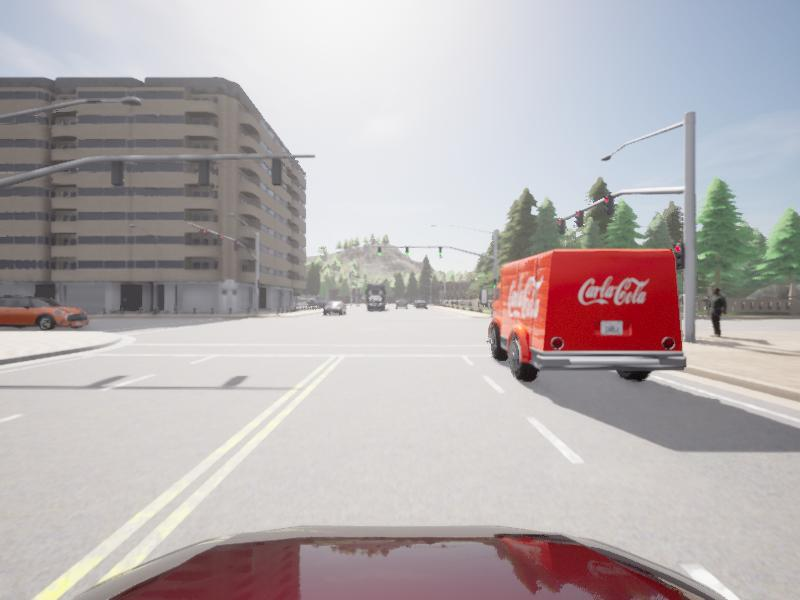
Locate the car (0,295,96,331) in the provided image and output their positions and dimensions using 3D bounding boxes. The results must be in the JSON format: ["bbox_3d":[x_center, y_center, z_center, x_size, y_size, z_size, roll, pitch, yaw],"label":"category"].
[{"bbox_3d":[-18.762,0.640,20.641,4.553,1.767,2.097,0,0,1],"label":"car"}]

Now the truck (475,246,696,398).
[{"bbox_3d":[3.516,0.357,9.125,2.627,2.467,5.204,0,0,0],"label":"truck"}]

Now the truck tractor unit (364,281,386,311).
[{"bbox_3d":[-3.533,-0.520,58.613,3.053,4.208,6.516,0,0,-2],"label":"truck tractor unit"}]

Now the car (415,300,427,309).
[{"bbox_3d":[3.777,0.774,72.610,1.930,1.638,5.238,0,0,0],"label":"car"}]

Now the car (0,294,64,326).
[{"bbox_3d":[-23.435,0.598,24.203,4.605,1.855,1.932,0,0,1],"label":"car"}]

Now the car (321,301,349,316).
[{"bbox_3d":[-6.847,0.853,42.483,2.163,1.488,4.792,0,0,0],"label":"car"}]

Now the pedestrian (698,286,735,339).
[{"bbox_3d":[11.472,0.430,14.511,0.751,1.860,0.751,0,0,5],"label":"pedestrian"}]

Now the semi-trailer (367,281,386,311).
[{"bbox_3d":[-3.764,-0.615,66.522,2.717,4.402,14.254,0,0,-1],"label":"semi-trailer"}]

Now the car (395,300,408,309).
[{"bbox_3d":[0.281,0.783,73.764,2.152,1.651,5.027,0,0,0],"label":"car"}]
